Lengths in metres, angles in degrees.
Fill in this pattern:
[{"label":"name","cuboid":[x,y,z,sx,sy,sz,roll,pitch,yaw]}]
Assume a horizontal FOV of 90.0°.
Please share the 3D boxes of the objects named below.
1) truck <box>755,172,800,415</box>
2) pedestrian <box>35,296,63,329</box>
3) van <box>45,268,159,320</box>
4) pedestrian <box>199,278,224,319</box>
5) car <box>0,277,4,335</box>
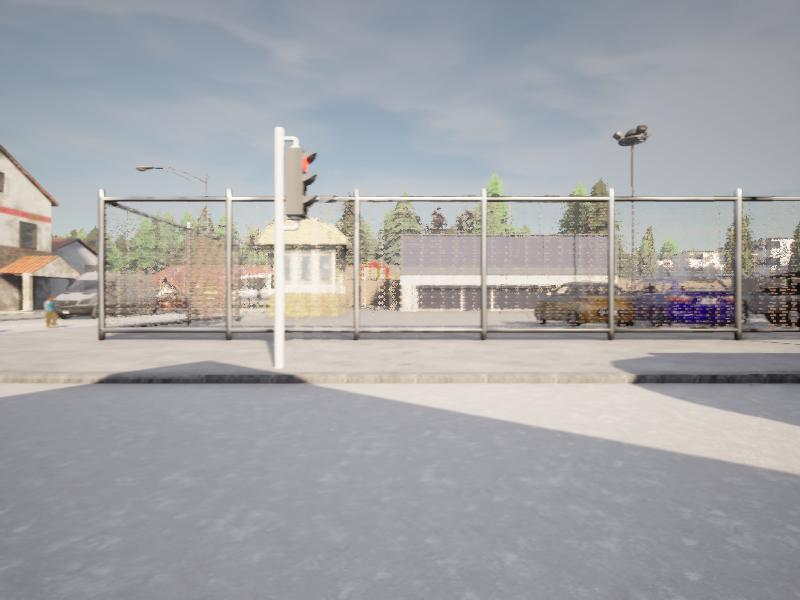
[{"label":"truck","cuboid":[6.589,-0.059,2.692,6.274,2.098,2.390,0,0,0]},{"label":"pedestrian","cuboid":[-12.016,0.421,13.709,0.500,1.100,0.500,0,0,7]},{"label":"van","cuboid":[-16.478,-0.273,22.686,1.988,2.561,5.915,0,0,1]},{"label":"pedestrian","cuboid":[-8.791,-0.063,18.655,0.751,1.860,0.751,0,0,6]},{"label":"car","cuboid":[-12.557,0.175,8.967,1.930,1.638,5.238,0,0,5]}]
